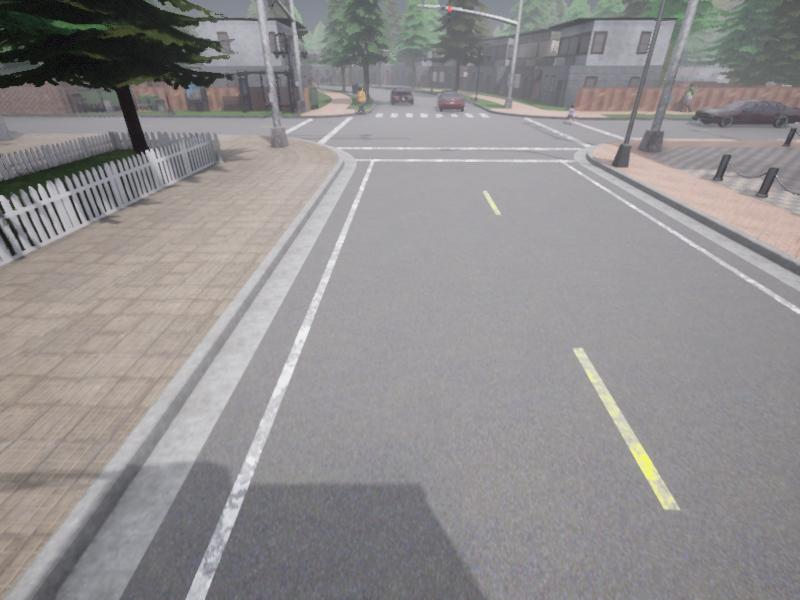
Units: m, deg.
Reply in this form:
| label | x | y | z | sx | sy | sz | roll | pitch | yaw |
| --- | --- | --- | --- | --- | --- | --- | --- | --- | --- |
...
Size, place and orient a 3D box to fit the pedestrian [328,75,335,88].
| label | x | y | z | sx | sy | sz | roll | pitch | yaw |
| --- | --- | --- | --- | --- | --- | --- | --- | --- | --- |
| pedestrian | -10.953 | -34.734 | 63.642 | 0.751 | 1.860 | 0.751 | -13 | 33 | -21 |

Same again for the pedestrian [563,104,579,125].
| label | x | y | z | sx | sy | sz | roll | pitch | yaw |
| --- | --- | --- | --- | --- | --- | --- | --- | --- | --- |
| pedestrian | 10.181 | -11.056 | 23.819 | 0.500 | 1.100 | 0.500 | -3 | 30 | -4 |

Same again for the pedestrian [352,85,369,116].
| label | x | y | z | sx | sy | sz | roll | pitch | yaw |
| --- | --- | --- | --- | --- | --- | --- | --- | --- | --- |
| pedestrian | -2.741 | -13.905 | 27.930 | 0.751 | 1.860 | 0.751 | 24 | 38 | 35 |

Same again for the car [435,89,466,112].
| label | x | y | z | sx | sy | sz | roll | pitch | yaw |
| --- | --- | --- | --- | --- | --- | --- | --- | --- | --- |
| car | 3.992 | -16.048 | 32.126 | 1.994 | 1.385 | 4.181 | 0 | 30 | 1 |

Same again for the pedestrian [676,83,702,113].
| label | x | y | z | sx | sy | sz | roll | pitch | yaw |
| --- | --- | --- | --- | --- | --- | --- | --- | --- | --- |
| pedestrian | 20.442 | -14.313 | 28.341 | 0.751 | 1.860 | 0.751 | 1 | 30 | 2 |

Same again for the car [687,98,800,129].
| label | x | y | z | sx | sy | sz | roll | pitch | yaw |
| --- | --- | --- | --- | --- | --- | --- | --- | --- | --- |
| car | 20.237 | -10.825 | 23.173 | 5.357 | 1.411 | 2.033 | 2 | 30 | 3 |

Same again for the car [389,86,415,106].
| label | x | y | z | sx | sy | sz | roll | pitch | yaw |
| --- | --- | --- | --- | --- | --- | --- | --- | --- | --- |
| car | 0.129 | -18.894 | 37.010 | 1.994 | 1.385 | 4.181 | -2 | 30 | -4 |
